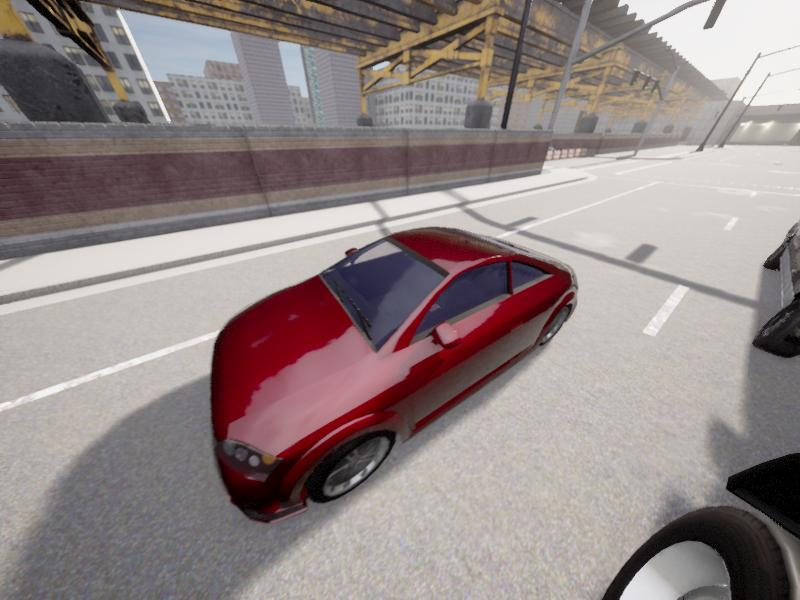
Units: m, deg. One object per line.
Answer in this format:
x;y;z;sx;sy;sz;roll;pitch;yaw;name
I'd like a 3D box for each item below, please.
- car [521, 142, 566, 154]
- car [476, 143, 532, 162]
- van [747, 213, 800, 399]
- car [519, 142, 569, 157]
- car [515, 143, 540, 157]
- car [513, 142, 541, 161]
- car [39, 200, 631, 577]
18.568;-19.749;29.964;4.536;1.218;1.853;-4;35;-5;car
10.965;-15.867;24.824;4.974;1.542;2.038;4;36;7;car
6.821;-0.722;2.633;5.915;2.561;1.988;-22;41;-30;van
18.621;-19.624;30.060;4.974;1.542;2.038;-4;35;-5;car
14.725;-17.592;26.953;1.853;1.218;4.536;10;37;15;car
14.710;-17.435;27.004;2.038;1.542;4.974;10;37;15;car
0.200;0.033;2.658;4.181;1.385;1.994;-21;40;-26;car
